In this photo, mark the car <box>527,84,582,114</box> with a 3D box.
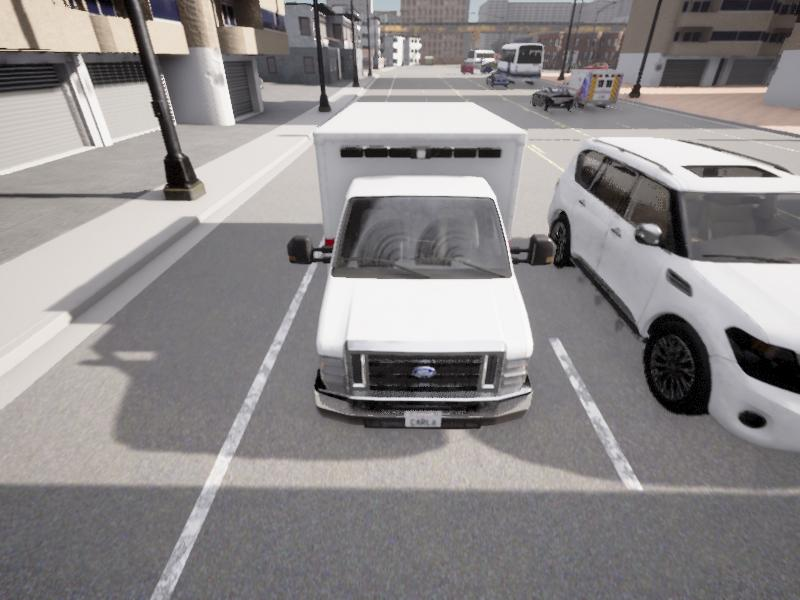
[{"bbox_3d":[11.032,-14.673,29.083,2.128,1.511,4.902,0,32,1],"label":"car"}]

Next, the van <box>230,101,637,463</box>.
[{"bbox_3d":[0.223,-1.223,5.669,2.351,2.431,6.366,0,30,1],"label":"van"}]

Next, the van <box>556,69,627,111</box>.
[{"bbox_3d":[14.563,-16.437,31.058,2.351,2.431,6.366,0,32,1],"label":"van"}]

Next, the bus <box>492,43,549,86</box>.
[{"bbox_3d":[14.701,-29.589,50.078,3.944,4.253,10.273,0,32,1],"label":"bus"}]

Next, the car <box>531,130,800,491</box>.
[{"bbox_3d":[3.729,-0.713,5.175,2.150,2.045,5.566,0,30,0],"label":"car"}]

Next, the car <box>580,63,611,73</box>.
[{"bbox_3d":[37.451,-44.599,76.832,4.611,1.667,2.242,1,31,2],"label":"car"}]

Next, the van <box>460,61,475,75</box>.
[{"bbox_3d":[11.564,-39.960,68.808,1.775,1.987,4.442,0,32,1],"label":"van"}]

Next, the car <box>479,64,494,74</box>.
[{"bbox_3d":[15.077,-40.306,69.766,1.845,1.501,3.633,0,32,1],"label":"car"}]

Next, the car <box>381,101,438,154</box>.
[{"bbox_3d":[0.378,-7.646,17.503,2.128,1.511,4.902,0,31,1],"label":"car"}]

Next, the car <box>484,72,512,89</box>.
[{"bbox_3d":[11.264,-25.503,46.333,2.033,1.411,5.357,0,32,1],"label":"car"}]
